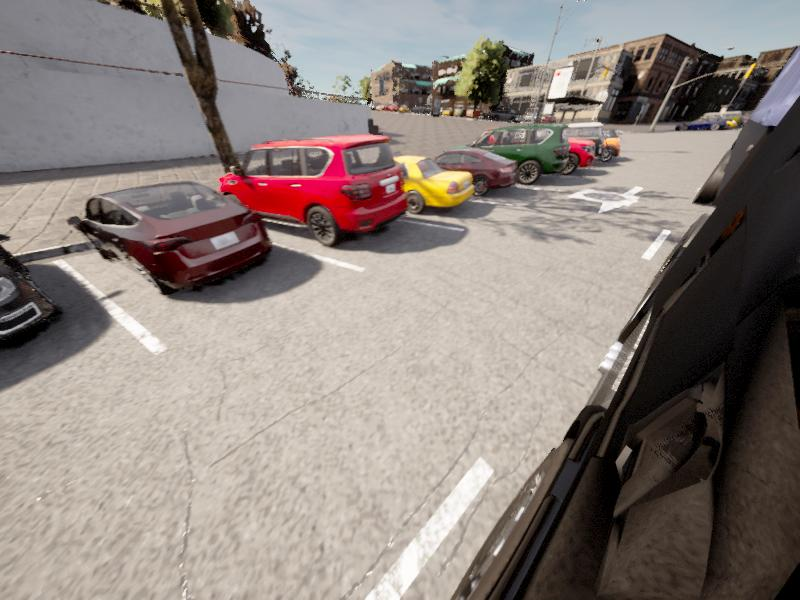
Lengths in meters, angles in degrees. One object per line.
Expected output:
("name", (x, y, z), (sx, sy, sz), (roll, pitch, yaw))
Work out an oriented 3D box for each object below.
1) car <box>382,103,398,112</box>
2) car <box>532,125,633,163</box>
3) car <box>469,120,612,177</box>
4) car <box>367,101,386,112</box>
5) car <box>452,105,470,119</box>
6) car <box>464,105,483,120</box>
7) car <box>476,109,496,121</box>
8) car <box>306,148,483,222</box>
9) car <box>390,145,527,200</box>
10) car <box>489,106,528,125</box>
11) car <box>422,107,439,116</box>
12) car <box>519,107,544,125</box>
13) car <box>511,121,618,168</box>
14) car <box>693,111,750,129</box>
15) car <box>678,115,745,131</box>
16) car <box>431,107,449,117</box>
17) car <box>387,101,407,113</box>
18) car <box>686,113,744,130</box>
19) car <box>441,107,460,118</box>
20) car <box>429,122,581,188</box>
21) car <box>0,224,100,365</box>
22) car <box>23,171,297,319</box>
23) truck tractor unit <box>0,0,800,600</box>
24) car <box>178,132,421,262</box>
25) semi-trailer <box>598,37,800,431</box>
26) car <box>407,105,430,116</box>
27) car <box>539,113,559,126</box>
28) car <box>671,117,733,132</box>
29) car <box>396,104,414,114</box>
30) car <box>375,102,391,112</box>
("car", (-2.688, -51.322, 61.610), (2.185, 1.767, 4.553), (22, 42, 21))
("car", (11.494, -10.104, 14.957), (4.553, 1.767, 2.185), (18, 41, 26))
("car", (6.810, -7.813, 11.955), (5.566, 2.045, 2.435), (18, 41, 26))
("car", (-6.551, -54.368, 65.007), (2.435, 2.045, 5.566), (19, 40, 24))
("car", (12.690, -38.814, 47.660), (1.878, 1.987, 4.442), (23, 43, 21))
("car", (14.605, -37.238, 45.921), (1.878, 1.987, 4.442), (23, 43, 21))
("car", (16.550, -35.550, 44.406), (2.231, 1.521, 4.892), (23, 43, 22))
("car", (-0.329, -4.042, 7.744), (5.366, 1.575, 1.946), (17, 41, 25))
("car", (2.150, -5.165, 9.171), (4.674, 1.452, 2.002), (18, 41, 25))
("car", (15.985, -27.305, 34.232), (1.932, 1.855, 4.605), (-27, 49, -31))
("car", (6.987, -43.390, 53.118), (2.002, 1.452, 4.674), (23, 43, 21))
("car", (22.306, -31.044, 39.061), (2.435, 2.045, 5.566), (23, 43, 22))
("car", (9.218, -8.970, 13.403), (4.442, 1.987, 1.878), (18, 41, 26))
("car", (49.600, -27.821, 35.811), (4.442, 1.987, 1.878), (22, 43, 30))
("car", (44.646, -25.463, 33.328), (5.366, 1.575, 1.946), (21, 42, 29))
("car", (8.914, -41.821, 51.387), (2.002, 1.452, 4.674), (23, 43, 21))
("car", (-0.713, -49.851, 59.805), (2.435, 2.045, 5.566), (23, 43, 20))
("car", (46.970, -26.714, 34.659), (4.553, 1.767, 2.185), (22, 43, 30))
("car", (10.918, -40.376, 49.747), (1.946, 1.575, 5.366), (23, 43, 22))
("car", (4.430, -6.618, 10.495), (5.566, 2.045, 2.435), (18, 41, 25))
("car", (-7.098, -0.355, 3.217), (4.892, 1.521, 2.231), (17, 41, 25))
("car", (-4.814, -1.548, 4.722), (4.792, 1.488, 2.163), (17, 41, 25))
("truck tractor unit", (2.645, -0.295, 0.351), (6.516, 4.208, 3.053), (-28, 44, -30))
("car", (-2.515, -2.986, 6.043), (5.566, 2.045, 2.435), (17, 41, 25))
("semi-trailer", (8.667, -3.611, 4.279), (14.254, 4.402, 2.717), (-28, 44, -30))
("car", (3.875, -40.584, 49.481), (2.128, 1.511, 4.902), (-26, 48, -31))
("car", (24.193, -29.234, 37.494), (2.002, 1.452, 4.674), (23, 43, 21))
("car", (41.937, -24.502, 32.277), (4.792, 1.488, 2.163), (21, 43, 29))
("car", (1.316, -48.212, 58.390), (1.946, 1.575, 5.366), (22, 43, 21))
("car", (-4.603, -52.866, 63.371), (2.185, 1.767, 4.553), (20, 41, 22))
